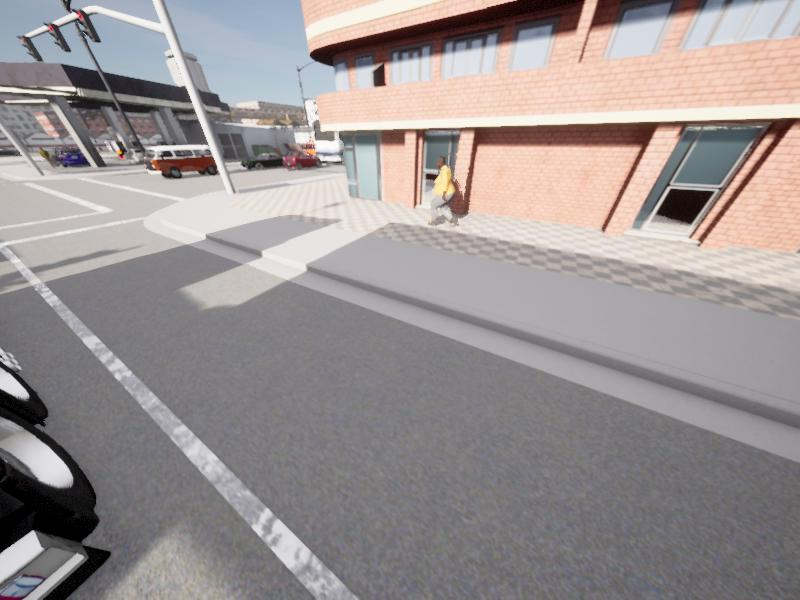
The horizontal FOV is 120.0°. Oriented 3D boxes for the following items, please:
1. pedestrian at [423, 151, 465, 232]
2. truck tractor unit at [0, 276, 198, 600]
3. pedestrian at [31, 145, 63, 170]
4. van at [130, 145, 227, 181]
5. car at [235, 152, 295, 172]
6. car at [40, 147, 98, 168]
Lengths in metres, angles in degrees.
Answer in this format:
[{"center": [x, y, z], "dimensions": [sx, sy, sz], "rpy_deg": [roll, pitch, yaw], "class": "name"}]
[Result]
[{"center": [1.165, -2.950, 6.326], "dimensions": [0.751, 1.860, 0.751], "rpy_deg": [17, 38, 23], "class": "pedestrian"}, {"center": [-5.125, -0.286, 0.761], "dimensions": [6.516, 4.208, 3.053], "rpy_deg": [18, 38, 23], "class": "truck tractor unit"}, {"center": [-32.377, -13.082, 21.210], "dimensions": [0.751, 1.860, 0.751], "rpy_deg": [22, 40, 29], "class": "pedestrian"}, {"center": [-16.480, -10.547, 17.610], "dimensions": [2.069, 2.038, 4.480], "rpy_deg": [17, 38, 23], "class": "van"}, {"center": [-13.146, -13.697, 22.812], "dimensions": [1.895, 1.301, 4.718], "rpy_deg": [17, 38, 23], "class": "car"}, {"center": [-35.022, -15.127, 24.454], "dimensions": [4.611, 1.667, 2.242], "rpy_deg": [18, 39, 24], "class": "car"}]
